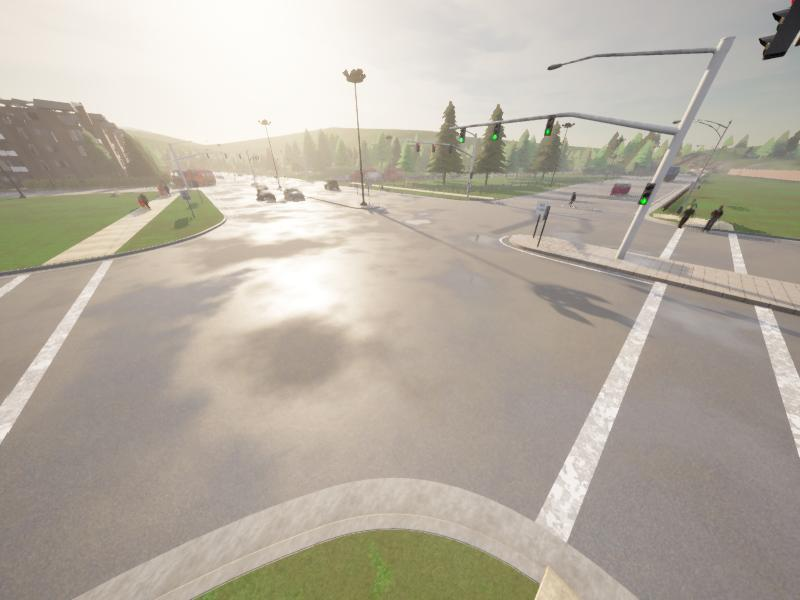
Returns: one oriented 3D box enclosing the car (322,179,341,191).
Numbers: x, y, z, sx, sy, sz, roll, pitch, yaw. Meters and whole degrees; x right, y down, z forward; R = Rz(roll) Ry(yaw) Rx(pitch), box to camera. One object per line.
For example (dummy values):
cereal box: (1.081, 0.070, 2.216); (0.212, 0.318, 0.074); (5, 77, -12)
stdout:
car: (-14.239, -23.961, 47.996); (1.905, 1.878, 3.866); (-22, 37, -34)

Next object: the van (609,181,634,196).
van: (37.308, -18.756, 38.864); (4.442, 1.987, 1.775); (-23, 37, -34)

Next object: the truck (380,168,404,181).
truck: (-2.851, -44.940, 82.372); (8.468, 3.827, 2.891); (-23, 37, -34)

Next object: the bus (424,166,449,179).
bus: (15.070, -52.568, 95.156); (10.273, 4.253, 3.944); (-23, 37, -34)

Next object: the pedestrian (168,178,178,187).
pedestrian: (-54.585, -28.362, 55.581); (0.751, 1.860, 0.751); (-5, 30, -8)

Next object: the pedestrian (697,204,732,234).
pedestrian: (22.446, -5.814, 16.527); (0.751, 1.860, 0.751); (25, 38, 36)

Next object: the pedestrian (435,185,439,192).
pedestrian: (6.627, -20.000, 41.553); (0.500, 1.100, 0.500); (-20, 36, -31)

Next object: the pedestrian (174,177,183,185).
pedestrian: (-54.896, -29.473, 57.202); (0.751, 1.860, 0.751); (20, 35, 30)

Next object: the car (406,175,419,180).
car: (4.757, -47.102, 88.494); (4.514, 1.525, 2.007); (-23, 37, -34)

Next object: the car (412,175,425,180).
car: (6.807, -45.698, 86.014); (4.892, 1.490, 1.837); (-23, 37, -34)

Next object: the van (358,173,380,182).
van: (-9.802, -39.130, 73.703); (6.366, 2.431, 2.351); (-23, 37, -34)

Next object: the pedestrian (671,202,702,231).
pedestrian: (21.404, -6.246, 17.292); (0.751, 1.860, 0.751); (-21, 36, -32)

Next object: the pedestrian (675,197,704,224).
pedestrian: (23.435, -7.250, 18.710); (0.751, 1.860, 0.751); (-24, 38, -35)

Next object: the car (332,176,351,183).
car: (-17.333, -35.624, 68.422); (4.856, 1.649, 2.033); (-23, 37, -34)

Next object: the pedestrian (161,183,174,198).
pedestrian: (-34.586, -16.297, 34.379); (0.751, 1.860, 0.751); (-19, 35, -29)

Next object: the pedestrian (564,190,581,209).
pedestrian: (19.489, -11.358, 26.129); (0.751, 1.860, 0.751); (-20, 36, -31)

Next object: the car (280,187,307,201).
car: (-15.740, -15.690, 34.038); (1.837, 1.490, 4.892); (-22, 37, -34)

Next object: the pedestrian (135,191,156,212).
pedestrian: (-25.976, -10.072, 23.598); (0.751, 1.860, 0.751); (-20, 35, -30)

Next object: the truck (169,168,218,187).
truck: (-50.936, -30.530, 57.412); (2.891, 3.827, 8.468); (6, 31, 10)

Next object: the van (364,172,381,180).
van: (-10.035, -45.952, 85.375); (5.915, 2.561, 1.988); (-23, 37, -34)

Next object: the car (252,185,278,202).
car: (-19.177, -15.180, 32.788); (1.905, 1.878, 3.866); (-22, 37, -34)

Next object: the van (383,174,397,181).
van: (-3.468, -41.594, 78.420); (4.442, 1.987, 1.775); (-23, 37, -34)

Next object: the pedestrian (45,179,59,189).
pedestrian: (-72.766, -24.358, 48.342); (0.751, 1.860, 0.751); (-18, 35, -29)

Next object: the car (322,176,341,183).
car: (-21.707, -38.224, 73.233); (5.027, 1.651, 2.152); (-23, 37, -34)

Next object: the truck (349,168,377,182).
truck: (-11.902, -41.140, 75.789); (8.468, 3.827, 2.891); (-23, 37, -34)

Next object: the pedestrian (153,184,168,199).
pedestrian: (-34.670, -15.766, 33.460); (0.751, 1.860, 0.751); (-17, 34, -27)

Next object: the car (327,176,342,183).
car: (-19.910, -36.778, 70.538); (3.988, 1.617, 1.851); (-23, 37, -34)

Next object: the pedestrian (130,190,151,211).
pedestrian: (-26.976, -10.323, 24.032); (0.751, 1.860, 0.751); (-20, 35, -30)
